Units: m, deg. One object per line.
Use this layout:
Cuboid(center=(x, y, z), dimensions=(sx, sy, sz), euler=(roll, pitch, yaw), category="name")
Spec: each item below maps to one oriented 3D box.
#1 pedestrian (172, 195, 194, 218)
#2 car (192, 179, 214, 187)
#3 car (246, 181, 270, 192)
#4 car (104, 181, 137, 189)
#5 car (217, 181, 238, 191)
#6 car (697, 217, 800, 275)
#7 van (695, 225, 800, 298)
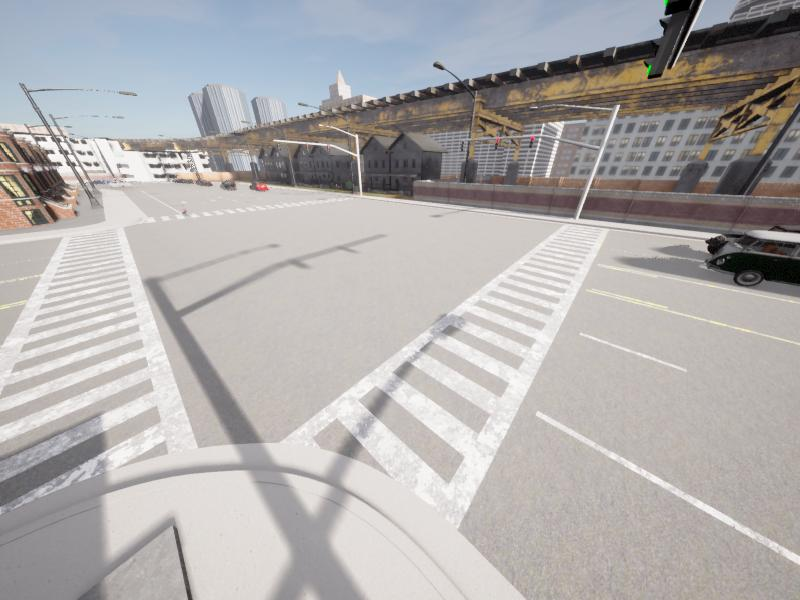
Cuboid(center=(-20.239, -8.746, 21.543), dimensions=(0.751, 1.860, 0.751), euler=(21, 36, 31), category="pedestrian")
Cuboid(center=(-47.841, -28.395, 56.091), dimensions=(5.357, 1.411, 2.033), euler=(18, 34, 28), category="car")
Cuboid(center=(-28.062, -22.584, 45.748), dimensions=(4.611, 1.667, 2.242), euler=(24, 38, 35), category="car")
Cuboid(center=(-61.224, -25.285, 50.653), dimensions=(4.674, 1.442, 1.812), euler=(3, 30, 5), category="car")
Cuboid(center=(-35.471, -23.443, 47.412), dimensions=(4.892, 1.490, 1.837), euler=(24, 38, 35), category="car")
Cuboid(center=(17.553, -2.545, 10.819), dimensions=(3.866, 1.878, 1.905), euler=(24, 38, 35), category="car")
Cuboid(center=(15.097, -1.334, 8.626), dimensions=(4.442, 1.987, 1.775), euler=(24, 38, 35), category="van")
